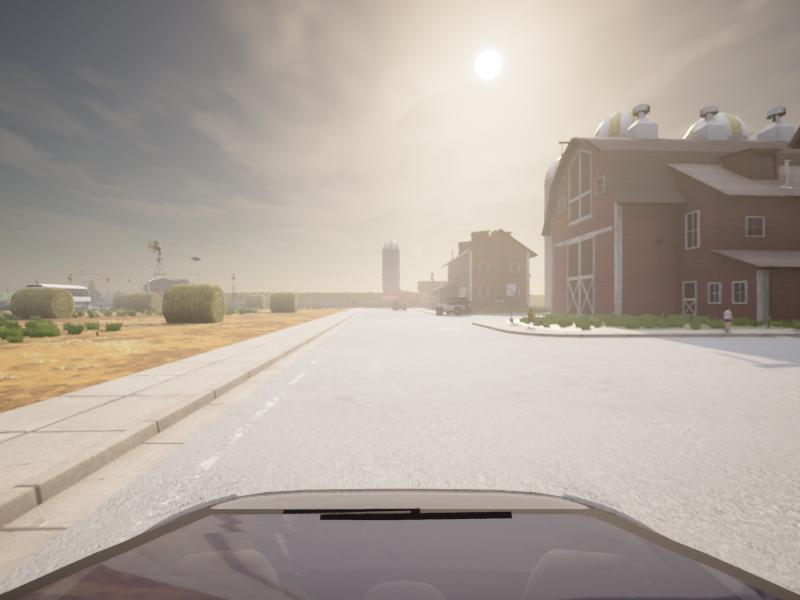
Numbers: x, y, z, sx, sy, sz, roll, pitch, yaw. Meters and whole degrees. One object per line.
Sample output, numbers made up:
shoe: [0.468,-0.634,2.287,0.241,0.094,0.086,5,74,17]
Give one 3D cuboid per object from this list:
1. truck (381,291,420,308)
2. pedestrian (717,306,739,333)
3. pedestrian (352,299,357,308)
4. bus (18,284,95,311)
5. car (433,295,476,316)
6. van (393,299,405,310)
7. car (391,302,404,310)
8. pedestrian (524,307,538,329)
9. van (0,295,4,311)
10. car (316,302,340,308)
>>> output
truck: [0.079,-0.082,88.717,8.468,3.827,2.891,0,0,-2]
pedestrian: [13.688,0.789,16.704,0.500,1.100,0.500,0,0,10]
pedestrian: [-8.947,0.673,78.822,0.751,1.860,0.751,0,0,3]
bus: [-56.957,-0.405,66.849,3.944,4.253,10.273,0,0,1]
car: [5.535,0.588,41.175,3.866,1.878,1.905,-3,4,45]
van: [-0.205,0.769,70.256,1.775,1.987,4.442,0,0,-3]
car: [-0.548,1.037,76.569,2.163,1.488,4.792,0,0,-3]
pedestrian: [6.783,0.915,20.737,0.500,1.100,0.500,0,0,-13]
van: [-60.468,0.480,56.646,2.351,2.431,6.366,0,0,1]
car: [-15.819,1.088,88.100,4.792,1.488,2.163,0,0,-2]
